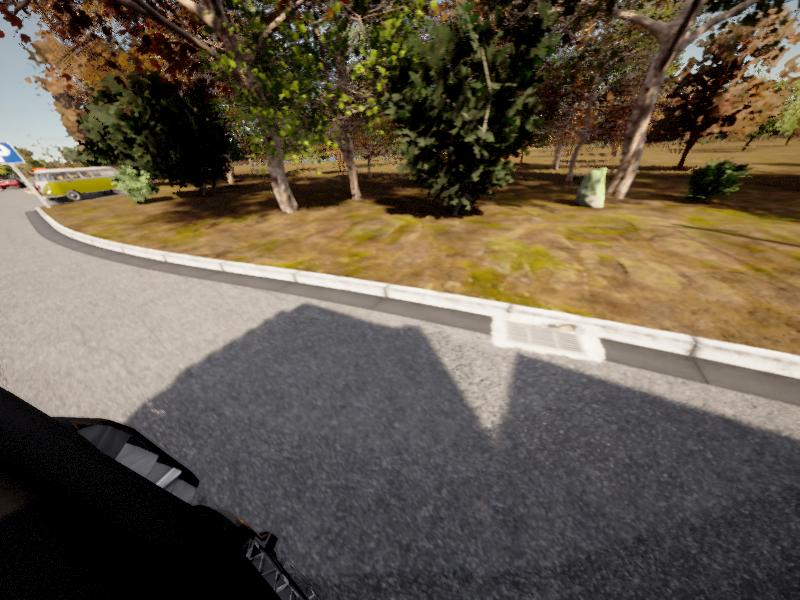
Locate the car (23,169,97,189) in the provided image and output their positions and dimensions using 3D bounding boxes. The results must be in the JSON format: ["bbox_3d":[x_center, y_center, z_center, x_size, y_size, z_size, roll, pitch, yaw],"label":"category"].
[{"bbox_3d":[-42.884,-15.390,29.347,2.185,1.767,4.553,8,35,16],"label":"car"}]

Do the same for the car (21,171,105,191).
[{"bbox_3d":[-40.470,-14.498,27.995,1.946,1.575,5.366,7,35,16],"label":"car"}]

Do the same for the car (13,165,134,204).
[{"bbox_3d":[-23.671,-8.643,17.147,1.878,1.987,4.442,6,34,13],"label":"car"}]

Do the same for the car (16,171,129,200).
[{"bbox_3d":[-28.460,-10.258,20.450,1.946,1.575,5.366,6,34,14],"label":"car"}]

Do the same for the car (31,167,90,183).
[{"bbox_3d":[-63.817,-23.715,43.661,2.435,2.045,5.566,8,35,18],"label":"car"}]

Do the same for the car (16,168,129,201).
[{"bbox_3d":[-26.092,-9.419,18.732,2.185,1.767,4.553,6,34,14],"label":"car"}]

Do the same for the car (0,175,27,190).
[{"bbox_3d":[-56.219,-16.990,33.286,3.988,1.617,1.851,21,42,33],"label":"car"}]

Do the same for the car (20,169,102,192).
[{"bbox_3d":[-38.155,-13.618,26.223,2.185,1.767,4.553,7,35,15],"label":"car"}]

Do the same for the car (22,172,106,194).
[{"bbox_3d":[-35.746,-12.638,24.815,2.002,1.452,4.674,6,35,15],"label":"car"}]

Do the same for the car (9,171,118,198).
[{"bbox_3d":[-30.974,-10.889,21.639,1.946,1.575,5.366,7,35,14],"label":"car"}]

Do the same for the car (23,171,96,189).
[{"bbox_3d":[-45.257,-16.148,30.943,2.097,1.535,5.008,7,35,16],"label":"car"}]

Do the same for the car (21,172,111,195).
[{"bbox_3d":[-33.343,-11.791,23.308,2.002,1.452,4.674,6,34,15],"label":"car"}]
